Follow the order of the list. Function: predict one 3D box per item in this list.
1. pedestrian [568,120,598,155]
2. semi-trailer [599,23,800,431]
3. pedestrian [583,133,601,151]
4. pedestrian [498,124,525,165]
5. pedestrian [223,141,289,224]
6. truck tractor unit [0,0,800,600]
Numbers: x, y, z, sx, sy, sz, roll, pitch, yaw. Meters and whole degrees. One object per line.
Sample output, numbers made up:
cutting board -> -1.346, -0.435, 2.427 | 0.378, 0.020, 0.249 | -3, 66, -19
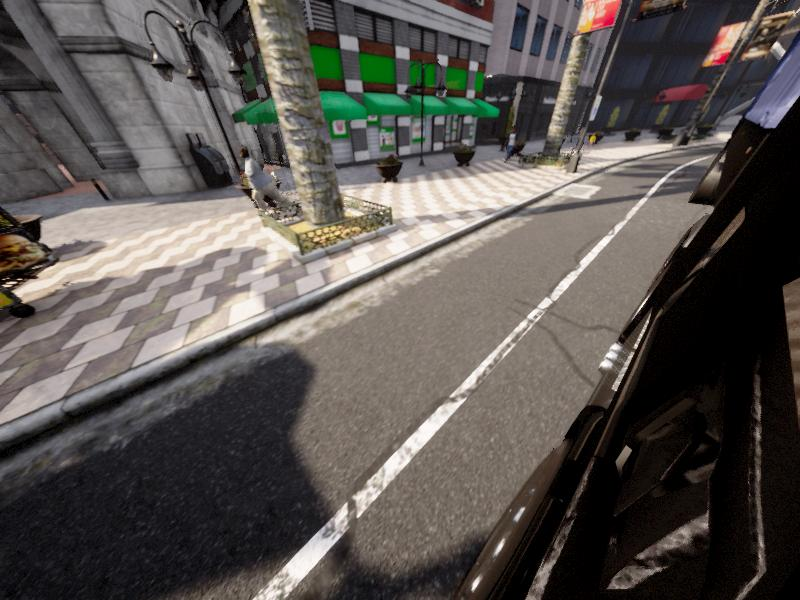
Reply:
pedestrian -> 12.341, -10.948, 15.611 | 0.751, 1.860, 0.751 | -19, 40, -21
semi-trailer -> 8.604, -3.672, 4.313 | 14.254, 4.402, 2.717 | -29, 44, -31
pedestrian -> 14.363, -11.828, 17.289 | 0.500, 1.100, 0.500 | -23, 41, -24
pedestrian -> 6.361, -8.868, 13.217 | 0.751, 1.860, 0.751 | 27, 46, 34
pedestrian -> -3.823, -3.170, 6.266 | 0.751, 1.860, 0.751 | -31, 45, -32
truck tractor unit -> 2.645, -0.295, 0.351 | 6.516, 4.208, 3.053 | -28, 44, -30
